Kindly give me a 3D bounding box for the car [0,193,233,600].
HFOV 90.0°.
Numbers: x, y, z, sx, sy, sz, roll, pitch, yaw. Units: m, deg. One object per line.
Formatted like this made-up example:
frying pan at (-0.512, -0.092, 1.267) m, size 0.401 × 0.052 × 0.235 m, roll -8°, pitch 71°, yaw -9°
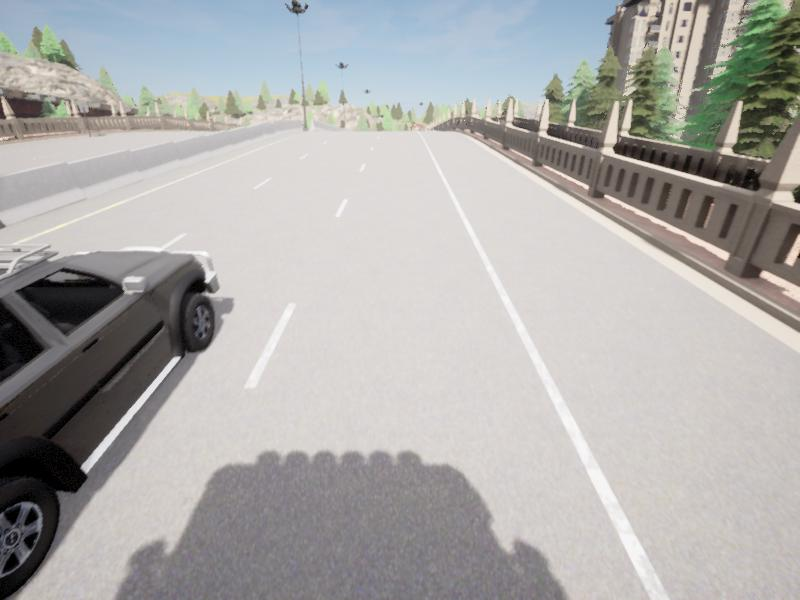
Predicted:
car at (-3.495, 0.503, 3.591) m, size 1.932 × 1.855 × 4.605 m, roll 0°, pitch 28°, yaw 0°
